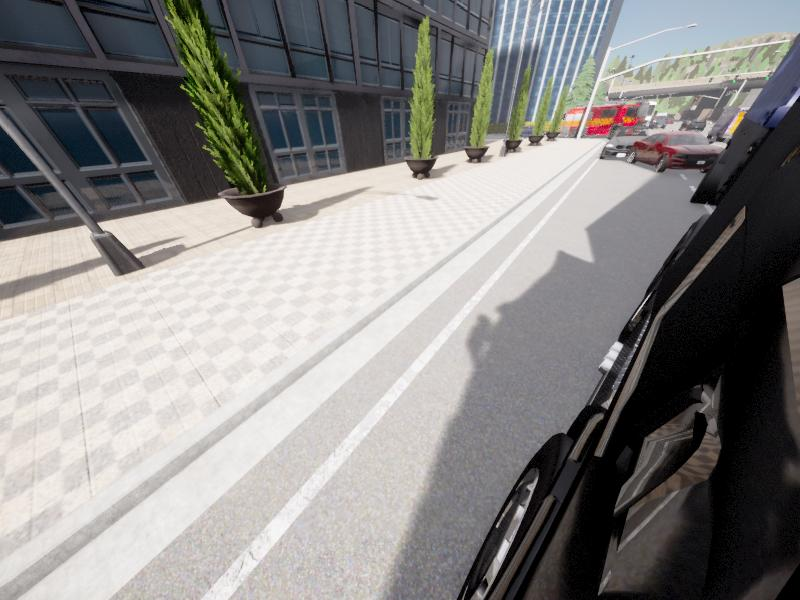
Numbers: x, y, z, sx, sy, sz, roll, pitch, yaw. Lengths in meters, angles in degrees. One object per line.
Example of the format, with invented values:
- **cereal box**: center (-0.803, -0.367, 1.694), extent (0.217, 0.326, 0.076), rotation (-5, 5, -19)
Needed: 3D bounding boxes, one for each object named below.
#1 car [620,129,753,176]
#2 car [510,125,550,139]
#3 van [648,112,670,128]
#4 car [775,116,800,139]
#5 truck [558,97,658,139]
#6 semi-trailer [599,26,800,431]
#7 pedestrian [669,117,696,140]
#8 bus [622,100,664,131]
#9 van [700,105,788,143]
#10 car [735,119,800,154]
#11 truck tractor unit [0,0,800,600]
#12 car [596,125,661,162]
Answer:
- **car**: center (13.505, -7.458, 11.476), extent (1.882, 1.535, 5.008), rotation (10, 38, 16)
- **car**: center (20.551, -26.707, 36.670), extent (4.856, 1.649, 2.033), rotation (25, 45, 30)
- **van**: center (55.769, -38.726, 49.797), extent (1.988, 2.561, 5.915), rotation (24, 44, 31)
- **car**: center (38.084, -16.200, 21.605), extent (5.366, 1.575, 1.801), rotation (-19, 40, -21)
- **truck**: center (26.635, -23.632, 30.364), extent (2.891, 3.827, 8.468), rotation (-23, 41, -25)
- **semi-trailer**: center (8.619, -3.658, 4.305), extent (14.254, 4.402, 2.717), rotation (-29, 44, -31)
- **pedestrian**: center (28.933, -17.520, 23.658), extent (0.751, 1.860, 0.751), rotation (5, 38, 10)
- **bus**: center (47.638, -36.319, 45.653), extent (3.944, 4.253, 10.273), rotation (24, 44, 31)
- **van**: center (31.040, -16.156, 21.273), extent (2.351, 2.431, 6.366), rotation (22, 43, 29)
- **car**: center (24.917, -10.847, 15.218), extent (1.930, 1.638, 5.238), rotation (24, 44, 31)
- **truck tractor unit**: center (2.645, -0.295, 0.351), extent (6.516, 4.208, 3.053), rotation (-28, 44, -30)
- **car**: center (14.825, -10.241, 15.018), extent (2.242, 1.667, 4.611), rotation (25, 45, 33)
